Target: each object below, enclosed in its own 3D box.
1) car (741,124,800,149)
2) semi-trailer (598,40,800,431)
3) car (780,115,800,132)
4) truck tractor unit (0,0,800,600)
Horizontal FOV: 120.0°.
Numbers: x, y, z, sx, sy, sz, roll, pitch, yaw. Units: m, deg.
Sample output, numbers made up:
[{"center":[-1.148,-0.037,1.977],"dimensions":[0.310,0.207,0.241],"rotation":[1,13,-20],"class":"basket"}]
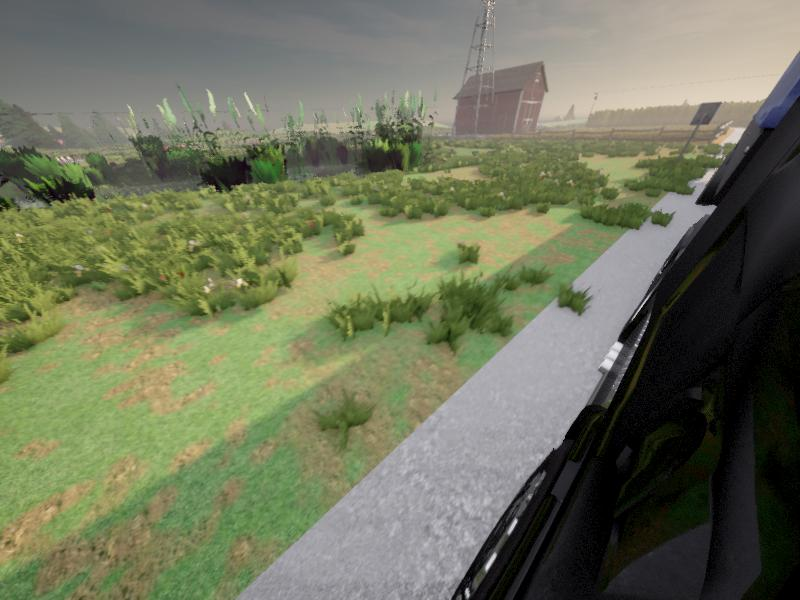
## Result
[{"center":[28.100,-12.474,17.589],"dimensions":[4.718,1.301,1.895],"rotation":[-30,44,-31],"class":"car"},{"center":[8.691,-3.599,4.251],"dimensions":[14.254,4.402,2.717],"rotation":[-28,44,-30],"class":"semi-trailer"},{"center":[51.053,-22.503,29.327],"dimensions":[4.611,1.667,2.242],"rotation":[-28,44,-30],"class":"car"},{"center":[2.645,-0.295,0.351],"dimensions":[6.516,4.208,3.053],"rotation":[-28,44,-30],"class":"truck tractor unit"}]
